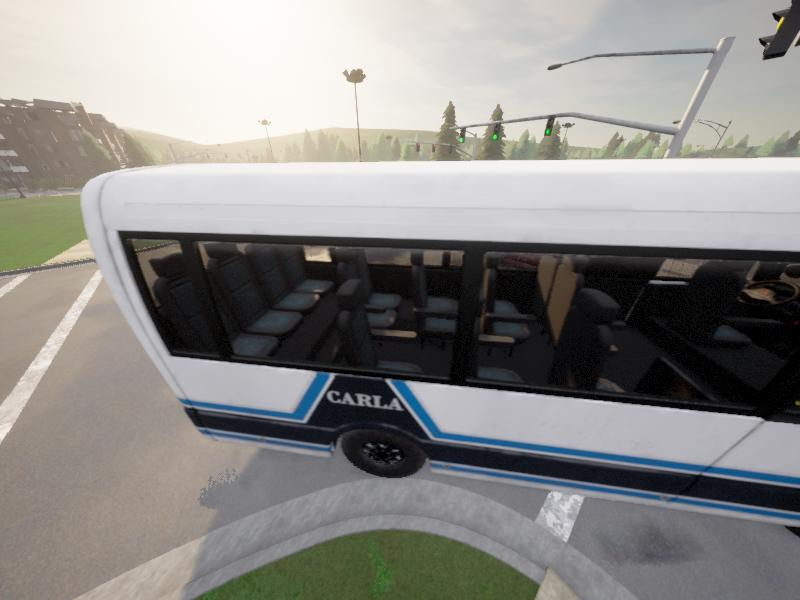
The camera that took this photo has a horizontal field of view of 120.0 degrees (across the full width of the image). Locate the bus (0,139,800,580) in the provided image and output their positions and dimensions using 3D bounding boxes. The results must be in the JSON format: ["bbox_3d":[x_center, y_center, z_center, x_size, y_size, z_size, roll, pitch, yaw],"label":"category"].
[{"bbox_3d":[2.095,0.256,3.683,10.273,4.253,3.944,4,29,7],"label":"bus"}]
